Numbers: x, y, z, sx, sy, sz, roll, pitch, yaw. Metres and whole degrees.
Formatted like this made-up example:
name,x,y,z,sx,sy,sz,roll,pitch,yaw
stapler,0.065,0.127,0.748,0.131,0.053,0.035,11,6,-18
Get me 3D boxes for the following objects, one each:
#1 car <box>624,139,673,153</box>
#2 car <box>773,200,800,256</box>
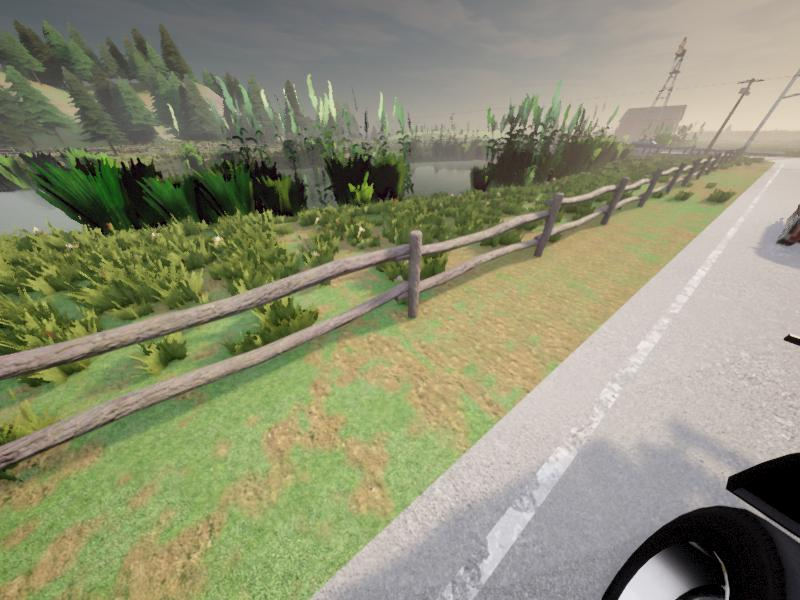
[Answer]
name,x,y,z,sx,sy,sz,roll,pitch,yaw
car,37.478,-23.358,34.965,1.812,1.442,4.674,-20,42,-26
car,11.231,-1.973,5.456,4.181,1.385,1.994,-22,41,-28
